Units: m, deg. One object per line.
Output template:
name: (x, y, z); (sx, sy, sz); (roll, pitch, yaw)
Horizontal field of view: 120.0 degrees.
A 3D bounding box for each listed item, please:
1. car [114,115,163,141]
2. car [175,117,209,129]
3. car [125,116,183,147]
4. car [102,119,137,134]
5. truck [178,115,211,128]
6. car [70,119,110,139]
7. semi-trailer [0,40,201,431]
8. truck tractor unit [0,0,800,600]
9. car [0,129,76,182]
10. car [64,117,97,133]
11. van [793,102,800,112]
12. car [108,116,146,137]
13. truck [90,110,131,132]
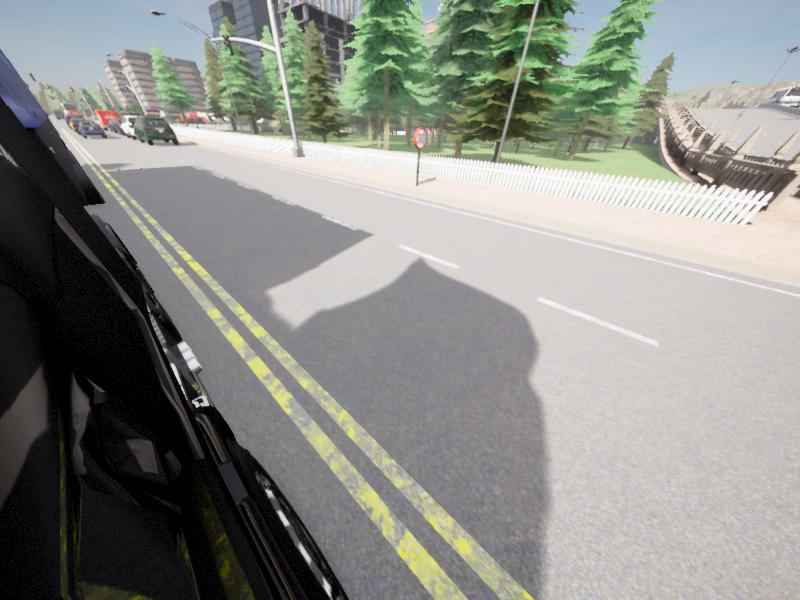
car: (-28.390, -18.666, 25.060); (5.566, 2.045, 2.150); (28, 44, 30)
car: (-51.004, -43.502, 56.795); (2.150, 2.045, 5.566); (27, 43, 29)
car: (-22.803, -15.678, 21.428); (5.566, 2.045, 2.150); (28, 44, 30)
car: (-38.939, -24.082, 32.088); (4.792, 1.488, 2.163); (28, 44, 30)
truck: (-52.752, -45.765, 59.362); (2.627, 2.467, 5.204); (27, 43, 29)
car: (-32.445, -17.896, 24.179); (3.705, 1.549, 1.789); (28, 44, 30)
semi-trailer: (-8.677, -3.621, 4.245); (14.254, 4.402, 2.717); (28, 44, 30)
truck tractor unit: (-2.645, -0.295, 0.351); (6.516, 4.208, 3.053); (28, 44, 30)
car: (-15.651, -6.092, 9.553); (3.806, 1.475, 1.970); (28, 44, 30)
car: (-42.617, -23.353, 30.791); (5.366, 1.575, 1.801); (28, 44, 30)
van: (86.858, -41.110, 48.535); (2.351, 2.431, 6.366); (27, 49, 29)
car: (-33.938, -21.568, 28.719); (4.605, 1.855, 1.932); (28, 44, 30)
truck: (-43.796, -27.089, 34.967); (5.204, 2.467, 2.627); (28, 44, 30)
